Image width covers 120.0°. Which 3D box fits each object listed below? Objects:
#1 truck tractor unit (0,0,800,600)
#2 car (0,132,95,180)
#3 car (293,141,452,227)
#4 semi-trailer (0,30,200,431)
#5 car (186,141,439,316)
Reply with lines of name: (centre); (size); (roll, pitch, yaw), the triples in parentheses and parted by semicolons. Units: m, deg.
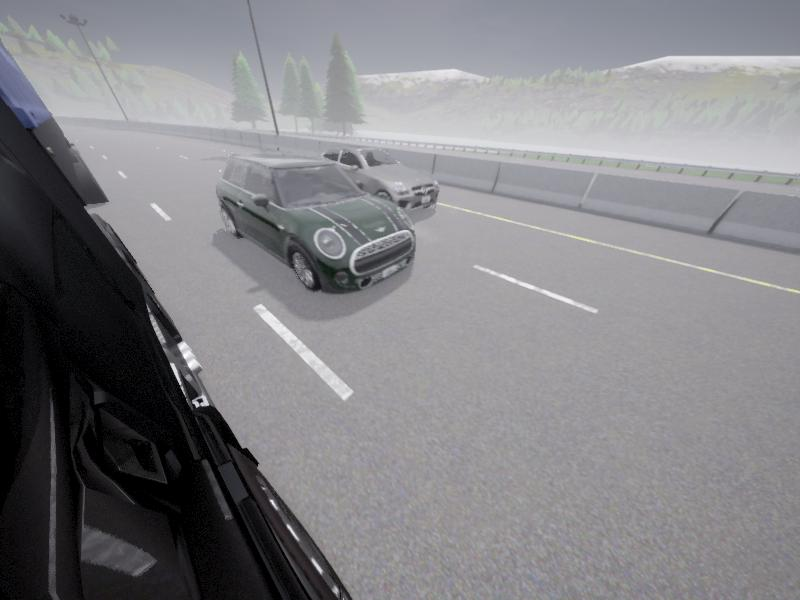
truck tractor unit: (-2.645, -0.295, 0.351); (6.516, 4.208, 3.053); (28, 44, 30)
car: (-15.534, -6.480, 10.177); (4.718, 1.301, 1.895); (29, 44, 30)
car: (-1.123, -4.207, 7.836); (5.027, 1.651, 2.152); (29, 44, 30)
semi-trailer: (-8.633, -3.661, 4.274); (14.254, 4.402, 2.717); (29, 44, 30)
car: (-1.837, -1.889, 4.559); (4.553, 1.767, 2.097); (29, 44, 30)
